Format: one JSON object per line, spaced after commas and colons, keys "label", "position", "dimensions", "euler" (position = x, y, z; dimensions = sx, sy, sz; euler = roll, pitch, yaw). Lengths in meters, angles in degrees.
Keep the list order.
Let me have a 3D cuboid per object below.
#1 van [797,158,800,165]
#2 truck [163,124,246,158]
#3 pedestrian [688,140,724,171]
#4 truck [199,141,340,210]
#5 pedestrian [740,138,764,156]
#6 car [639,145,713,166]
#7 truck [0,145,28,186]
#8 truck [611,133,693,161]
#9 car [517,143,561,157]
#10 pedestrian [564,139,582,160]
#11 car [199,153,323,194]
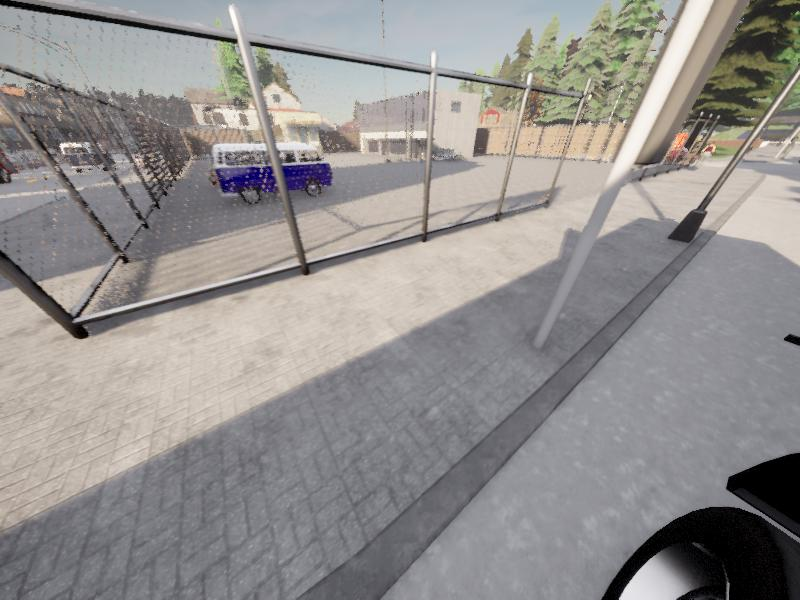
{"label": "van", "position": [40.174, -14.268, 21.630], "dimensions": [5.915, 2.561, 1.988], "euler": [-22, 41, -28]}
{"label": "truck", "position": [-29.204, -24.175, 35.107], "dimensions": [2.891, 3.827, 8.468], "euler": [29, 45, 35]}
{"label": "pedestrian", "position": [22.040, -10.419, 16.663], "dimensions": [0.751, 1.860, 0.751], "euler": [-23, 41, -29]}
{"label": "truck", "position": [-5.212, -5.405, 9.731], "dimensions": [4.478, 2.038, 2.069], "euler": [-22, 41, -28]}
{"label": "pedestrian", "position": [43.042, -18.722, 28.291], "dimensions": [0.751, 1.860, 0.751], "euler": [29, 45, 35]}
{"label": "car", "position": [26.697, -14.186, 22.542], "dimensions": [1.816, 1.474, 4.193], "euler": [-22, 41, -28]}
{"label": "truck", "position": [-24.310, -7.385, 11.251], "dimensions": [2.891, 3.827, 8.468], "euler": [-22, 41, -28]}
{"label": "truck", "position": [28.152, -17.327, 26.107], "dimensions": [2.627, 2.467, 5.204], "euler": [-22, 40, -27]}
{"label": "car", "position": [18.901, -20.562, 31.672], "dimensions": [1.812, 1.442, 4.674], "euler": [-22, 41, -28]}
{"label": "pedestrian", "position": [18.421, -16.012, 24.624], "dimensions": [0.751, 1.860, 0.751], "euler": [-22, 41, -28]}
{"label": "car", "position": [-7.346, -7.067, 12.645], "dimensions": [5.357, 1.415, 2.033], "euler": [-22, 41, -28]}
